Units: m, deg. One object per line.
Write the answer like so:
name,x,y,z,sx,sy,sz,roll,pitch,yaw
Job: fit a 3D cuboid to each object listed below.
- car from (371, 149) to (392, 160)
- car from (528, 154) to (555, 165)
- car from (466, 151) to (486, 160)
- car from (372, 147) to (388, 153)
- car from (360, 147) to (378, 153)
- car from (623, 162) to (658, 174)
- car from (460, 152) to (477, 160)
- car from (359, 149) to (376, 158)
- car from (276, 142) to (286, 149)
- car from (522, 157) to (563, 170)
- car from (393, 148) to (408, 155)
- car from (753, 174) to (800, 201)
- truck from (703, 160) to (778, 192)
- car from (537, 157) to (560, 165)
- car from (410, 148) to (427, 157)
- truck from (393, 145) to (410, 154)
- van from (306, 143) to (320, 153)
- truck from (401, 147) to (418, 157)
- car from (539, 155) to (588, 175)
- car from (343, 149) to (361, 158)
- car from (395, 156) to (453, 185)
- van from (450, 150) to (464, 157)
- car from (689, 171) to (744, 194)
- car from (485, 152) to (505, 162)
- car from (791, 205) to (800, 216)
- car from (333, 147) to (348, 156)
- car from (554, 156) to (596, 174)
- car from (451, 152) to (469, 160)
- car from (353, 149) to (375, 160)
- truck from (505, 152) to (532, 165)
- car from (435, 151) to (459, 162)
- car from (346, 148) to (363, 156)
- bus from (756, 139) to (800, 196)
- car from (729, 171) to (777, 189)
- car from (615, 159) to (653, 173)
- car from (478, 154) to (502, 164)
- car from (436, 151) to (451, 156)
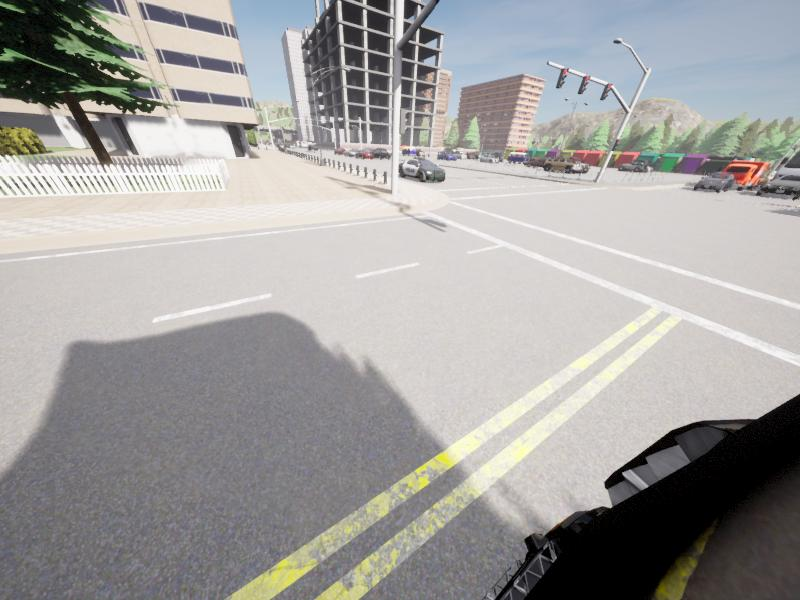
car,-3.571,-27.306,43.408,1.882,1.535,5.008,-16,38,-26
car,32.427,-32.306,53.136,1.932,1.855,4.605,-16,38,-26
car,20.114,-38.434,61.412,1.932,1.855,4.605,-16,38,-26
car,-6.629,-49.044,75.603,4.892,1.490,1.837,-16,38,-26
car,-10.339,-50.108,77.163,5.357,1.411,2.033,-16,38,-26
car,43.679,-24.103,42.090,1.970,1.475,3.806,-16,38,-26
car,17.806,-37.576,60.322,1.784,1.438,3.905,-16,38,-26
car,-6.825,-30.480,48.021,1.812,1.442,4.674,-16,38,-26
car,-39.397,-51.240,76.582,2.033,1.649,4.856,-16,38,-26
car,23.335,-22.445,38.006,2.033,1.415,5.357,-16,38,-26
car,0.123,-50.894,79.122,4.611,1.667,2.242,-16,38,-26
car,32.371,-9.493,19.286,5.027,1.651,2.152,-16,38,-26
truck,34.086,-12.506,23.190,5.204,2.467,2.627,-15,38,-25
car,34.958,-32.808,54.470,1.784,1.438,3.905,-16,38,-26
car,4.720,-38.162,59.810,1.932,1.855,4.605,-16,38,-26
truck,0.415,-53.606,82.381,5.204,2.467,2.627,-16,38,-26
van,-21.527,-37.581,57.042,2.069,2.038,4.480,-16,38,-26
truck,2.252,-37.497,58.446,2.069,2.038,4.478,-16,38,-26
car,21.670,-18.091,30.894,1.932,1.855,4.605,-16,38,-26
car,-9.701,-29.411,46.322,1.895,1.301,4.718,-16,38,-26
car,1.726,-10.469,18.465,2.038,1.542,4.974,-15,38,-25
van,20.389,-52.454,82.589,4.480,2.038,2.069,-16,38,-26
car,28.130,-10.502,20.560,3.633,1.501,1.845,-15,38,-25
car,22.153,-33.431,54.041,1.905,1.878,3.866,-16,38,-26
car,24.100,-5.087,12.304,4.718,1.301,1.895,-9,35,-17
car,-13.198,-32.930,51.218,1.812,1.442,4.674,-16,38,-26
car,24.203,-18.771,32.119,1.905,1.878,3.866,-16,38,-26
car,15.298,-36.841,59.078,1.970,1.475,3.806,-16,38,-26
car,-6.504,-26.326,41.755,2.163,1.488,4.792,-16,38,-26
truck,25.344,-30.343,49.459,2.069,2.038,4.478,-16,38,-26
car,9.754,-29.800,47.914,2.242,1.667,4.611,-16,38,-26
car,-10.463,-34.065,53.184,2.033,1.411,5.357,-16,38,-26
bus,41.127,-12.826,22.605,10.273,4.253,3.944,-15,37,-25
car,40.604,-13.870,26.554,5.366,1.575,1.801,-15,37,-25
car,41.177,-23.598,40.703,1.905,1.878,3.866,-16,38,-26
car,17.830,-27.919,45.836,1.970,1.475,3.806,-16,38,-26
car,15.899,-53.160,83.840,4.902,1.511,2.128,-16,38,-26
